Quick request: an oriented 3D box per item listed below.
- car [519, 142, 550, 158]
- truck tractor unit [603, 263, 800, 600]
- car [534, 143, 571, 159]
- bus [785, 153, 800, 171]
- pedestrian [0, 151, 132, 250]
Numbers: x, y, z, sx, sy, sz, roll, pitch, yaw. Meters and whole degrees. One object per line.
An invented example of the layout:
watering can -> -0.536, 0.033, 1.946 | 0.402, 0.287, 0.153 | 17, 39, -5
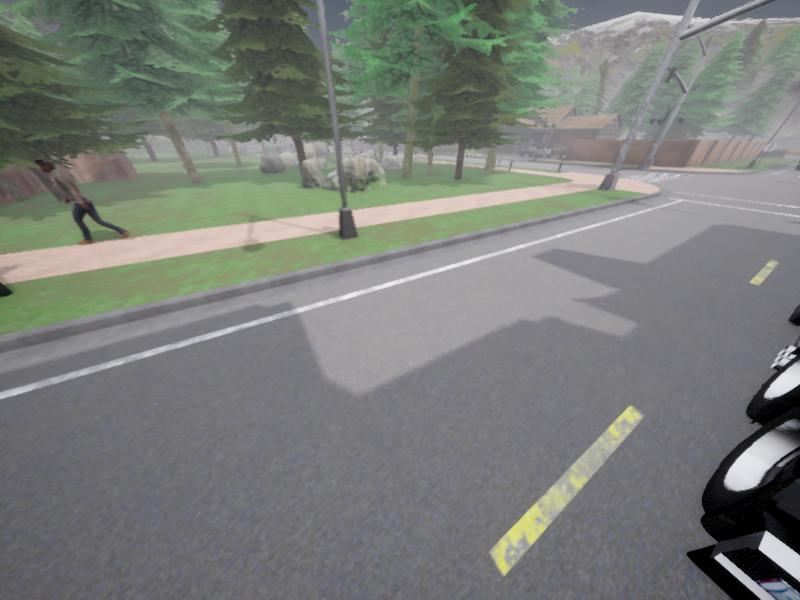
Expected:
car -> 20.120, -22.479, 34.614 | 3.866, 1.878, 1.905 | -19, 39, -25
truck tractor unit -> 5.112, -0.299, 0.793 | 6.516, 4.208, 3.053 | -18, 39, -24
car -> 21.758, -21.362, 33.020 | 4.605, 1.855, 1.932 | -19, 39, -25
bus -> 43.222, -14.926, 22.144 | 10.273, 4.253, 3.944 | -18, 39, -24
pedestrian -> -7.261, -2.211, 5.187 | 0.751, 1.860, 0.751 | -17, 38, -23
